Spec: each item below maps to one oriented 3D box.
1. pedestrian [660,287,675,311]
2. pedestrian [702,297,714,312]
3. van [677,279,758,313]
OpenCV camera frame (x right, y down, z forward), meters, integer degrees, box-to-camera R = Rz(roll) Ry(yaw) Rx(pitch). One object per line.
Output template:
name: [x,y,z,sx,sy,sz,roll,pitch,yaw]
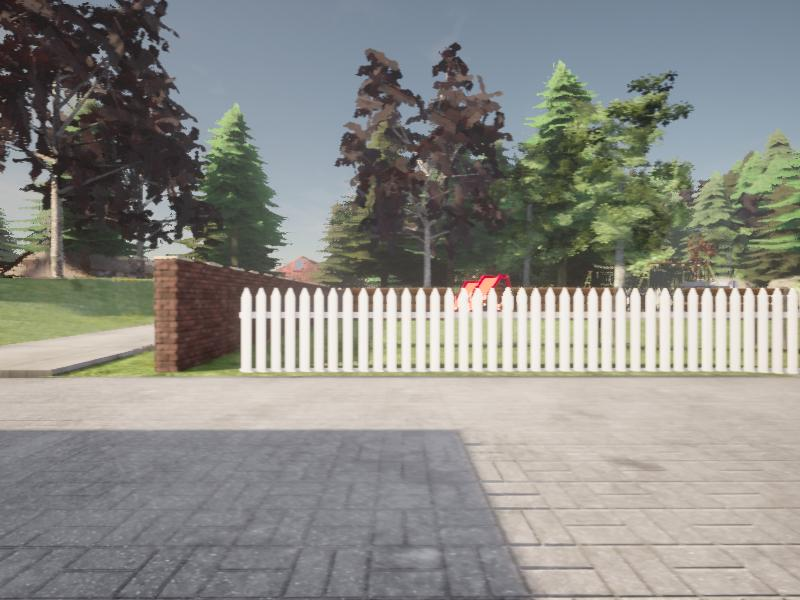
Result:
pedestrian: [20.880,-0.059,31.279,0.751,1.860,0.751,0,0,13]
pedestrian: [21.977,0.322,28.535,0.500,1.100,0.500,0,0,12]
van: [25.795,-0.267,32.861,1.988,2.561,5.915,0,0,0]
